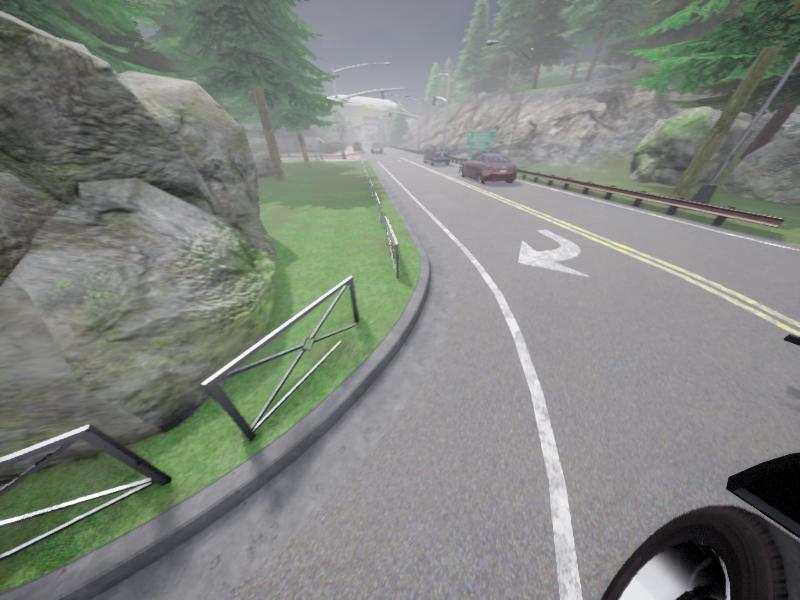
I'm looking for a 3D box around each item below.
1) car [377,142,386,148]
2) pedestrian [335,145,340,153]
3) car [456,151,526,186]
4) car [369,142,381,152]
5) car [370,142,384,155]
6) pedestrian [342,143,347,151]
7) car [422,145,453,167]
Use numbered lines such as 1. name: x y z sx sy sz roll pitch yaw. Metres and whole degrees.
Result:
1. car: -5.492 -46.007 68.397 2.163 1.488 4.792 -6 35 -7
2. pedestrian: -11.049 -26.658 40.747 0.500 1.100 0.500 20 40 26
3. car: 5.070 -7.862 13.625 1.994 1.385 4.181 -5 35 -7
4. car: -5.297 -32.502 48.996 2.128 1.511 4.902 -6 35 -7
5. car: -3.863 -25.635 39.039 2.033 1.649 4.856 -2 35 -2
6. pedestrian: -11.000 -30.148 45.578 0.751 1.300 0.751 -7 35 -8
7. car: 3.458 -13.759 21.945 1.789 1.549 3.705 -6 35 -7
